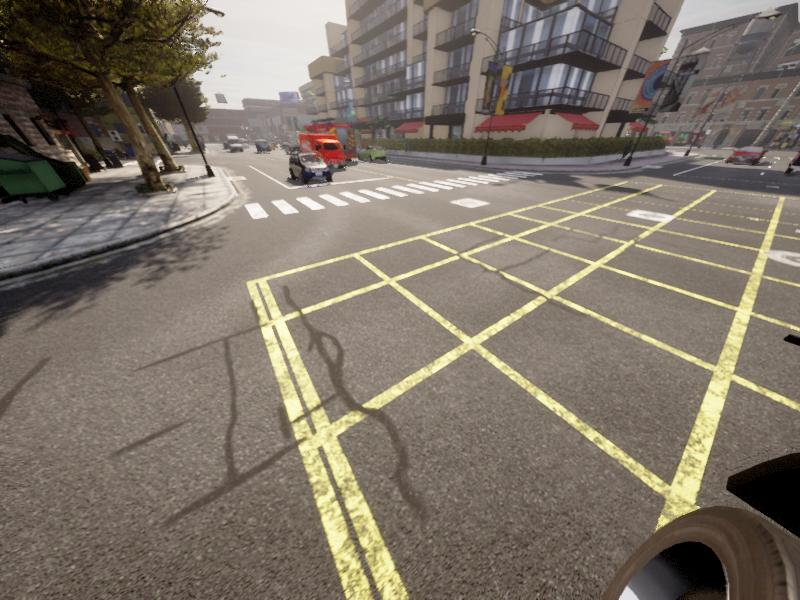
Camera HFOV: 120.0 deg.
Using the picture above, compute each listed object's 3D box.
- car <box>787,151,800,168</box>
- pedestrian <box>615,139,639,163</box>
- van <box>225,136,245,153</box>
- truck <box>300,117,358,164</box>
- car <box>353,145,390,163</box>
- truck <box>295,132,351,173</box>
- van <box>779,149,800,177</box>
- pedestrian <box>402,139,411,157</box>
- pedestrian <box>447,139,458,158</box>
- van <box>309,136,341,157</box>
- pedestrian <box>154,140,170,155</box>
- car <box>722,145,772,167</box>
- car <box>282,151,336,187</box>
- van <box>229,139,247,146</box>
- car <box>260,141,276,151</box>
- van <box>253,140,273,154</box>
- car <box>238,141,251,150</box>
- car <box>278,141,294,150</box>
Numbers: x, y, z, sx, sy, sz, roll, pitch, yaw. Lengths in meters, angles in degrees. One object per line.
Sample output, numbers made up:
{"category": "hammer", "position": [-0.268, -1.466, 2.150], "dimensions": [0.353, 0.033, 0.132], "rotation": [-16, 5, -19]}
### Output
{"category": "car", "position": [35.702, -12.370, 19.920], "dimensions": [4.674, 1.442, 1.812], "rotation": [-22, 41, -28]}
{"category": "pedestrian", "position": [21.212, -13.937, 21.587], "dimensions": [0.751, 1.860, 0.751], "rotation": [-21, 40, -26]}
{"category": "van", "position": [-31.030, -29.203, 43.360], "dimensions": [1.988, 2.561, 5.915], "rotation": [-22, 40, -28]}
{"category": "truck", "position": [-8.183, -18.108, 26.330], "dimensions": [2.891, 3.827, 8.468], "rotation": [-22, 41, -28]}
{"category": "car", "position": [-3.292, -16.694, 26.281], "dimensions": [2.007, 1.525, 4.514], "rotation": [-22, 41, -28]}
{"category": "truck", "position": [-6.738, -12.920, 20.069], "dimensions": [2.627, 2.467, 5.204], "rotation": [-22, 44, -28]}
{"category": "van", "position": [28.834, -9.828, 15.831], "dimensions": [4.480, 2.038, 2.069], "rotation": [-24, 41, -27]}
{"category": "pedestrian", "position": [0.816, -19.534, 29.682], "dimensions": [0.751, 1.860, 0.751], "rotation": [-22, 41, -28]}
{"category": "pedestrian", "position": [6.388, -18.511, 28.187], "dimensions": [0.751, 1.860, 0.751], "rotation": [-25, 42, -30]}
{"category": "van", "position": [-11.631, -23.793, 35.631], "dimensions": [2.351, 2.431, 6.366], "rotation": [-22, 41, -28]}
{"category": "pedestrian", "position": [-36.146, -23.149, 35.095], "dimensions": [0.751, 1.860, 0.751], "rotation": [3, 35, 5]}
{"category": "car", "position": [32.362, -13.473, 21.509], "dimensions": [4.674, 1.442, 1.812], "rotation": [-22, 41, -28]}
{"category": "car", "position": [-5.586, -8.086, 14.071], "dimensions": [1.789, 1.549, 3.705], "rotation": [-22, 41, -28]}
{"category": "van", "position": [-57.619, -56.148, 82.210], "dimensions": [4.480, 2.038, 2.069], "rotation": [-22, 41, -28]}
{"category": "car", "position": [-29.647, -34.586, 51.835], "dimensions": [1.801, 1.575, 5.366], "rotation": [-22, 41, -28]}
{"category": "van", "position": [-23.674, -26.431, 39.849], "dimensions": [1.775, 1.987, 4.442], "rotation": [-22, 41, -28]}
{"category": "car", "position": [-38.919, -38.601, 57.621], "dimensions": [1.851, 1.617, 3.988], "rotation": [-22, 41, -28]}
{"category": "car", "position": [-25.900, -35.074, 52.423], "dimensions": [1.930, 1.638, 5.238], "rotation": [-22, 41, -28]}
